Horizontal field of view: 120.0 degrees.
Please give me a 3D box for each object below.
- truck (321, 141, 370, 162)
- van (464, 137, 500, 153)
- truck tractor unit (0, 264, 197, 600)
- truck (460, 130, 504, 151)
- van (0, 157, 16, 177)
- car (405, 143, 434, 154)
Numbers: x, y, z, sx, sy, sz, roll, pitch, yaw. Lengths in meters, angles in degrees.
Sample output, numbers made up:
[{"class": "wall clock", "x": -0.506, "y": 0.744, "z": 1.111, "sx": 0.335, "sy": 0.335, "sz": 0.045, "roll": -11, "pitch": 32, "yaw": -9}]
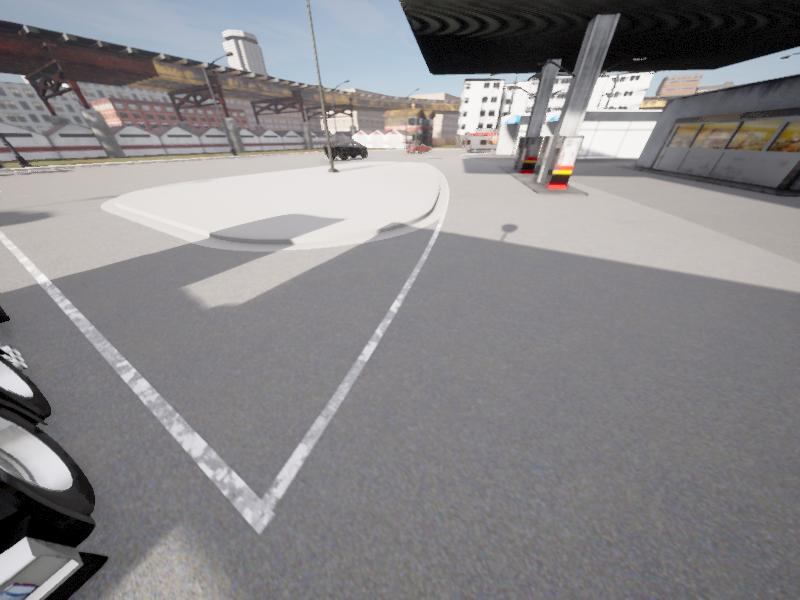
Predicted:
[{"class": "truck", "x": -6.949, "y": -19.634, "z": 30.379, "sx": 2.390, "sy": 2.098, "sz": 6.274, "roll": 19, "pitch": 39, "yaw": 25}, {"class": "van", "x": 15.678, "y": -29.655, "z": 44.205, "sx": 5.915, "sy": 2.561, "sz": 1.988, "roll": -8, "pitch": 35, "yaw": -11}, {"class": "truck tractor unit", "x": -5.114, "y": -0.297, "z": 0.785, "sx": 6.516, "sy": 4.208, "sz": 3.053, "roll": 18, "pitch": 39, "yaw": 24}, {"class": "truck", "x": 18.672, "y": -36.532, "z": 52.926, "sx": 8.468, "sy": 3.827, "sz": 2.891, "roll": -2, "pitch": 35, "yaw": -3}, {"class": "van", "x": -32.850, "y": -9.995, "z": 16.792, "sx": 2.069, "sy": 2.038, "sz": 4.480, "roll": 18, "pitch": 39, "yaw": 25}, {"class": "car", "x": 3.657, "y": -28.779, "z": 43.838, "sx": 5.027, "sy": 1.651, "sz": 2.152, "roll": -20, "pitch": 39, "yaw": -26}]
